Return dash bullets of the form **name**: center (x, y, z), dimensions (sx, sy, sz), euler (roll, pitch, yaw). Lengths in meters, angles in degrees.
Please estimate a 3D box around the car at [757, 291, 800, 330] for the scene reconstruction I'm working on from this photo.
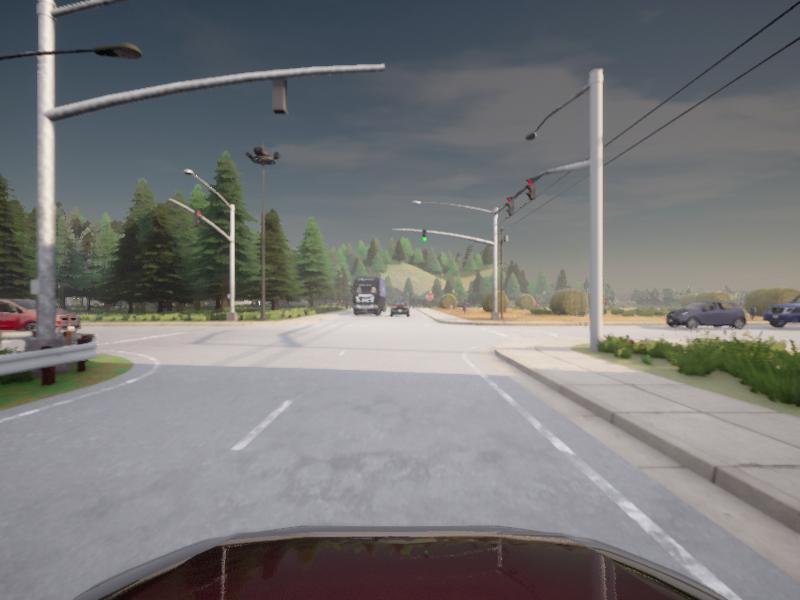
- **car**: center (23.399, 0.567, 22.050), dimensions (5.566, 2.045, 2.150), euler (0, 0, -1)

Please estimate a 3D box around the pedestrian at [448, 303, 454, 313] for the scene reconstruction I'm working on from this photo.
- **pedestrian**: center (5.891, 0.906, 46.154), dimensions (0.500, 1.100, 0.500), euler (0, 0, -11)

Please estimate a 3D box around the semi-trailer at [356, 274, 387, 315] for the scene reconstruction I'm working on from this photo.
- **semi-trailer**: center (-3.324, -0.559, 50.372), dimensions (2.717, 4.402, 14.254), euler (0, 0, 0)

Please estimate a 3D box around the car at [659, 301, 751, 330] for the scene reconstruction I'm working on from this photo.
- **car**: center (16.622, 0.821, 21.944), dimensions (3.633, 1.501, 1.845), euler (0, 0, -1)

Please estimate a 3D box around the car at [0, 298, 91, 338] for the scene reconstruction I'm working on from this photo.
- **car**: center (-16.994, 0.750, 17.864), dimensions (4.611, 1.667, 2.242), euler (0, 0, -1)

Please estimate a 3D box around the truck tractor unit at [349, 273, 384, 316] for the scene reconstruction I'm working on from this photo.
- **truck tractor unit**: center (-3.391, -0.472, 42.460), dimensions (3.053, 4.208, 6.516), euler (0, 0, 1)

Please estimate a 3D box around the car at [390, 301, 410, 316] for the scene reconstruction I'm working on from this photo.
- **car**: center (0.016, 0.876, 42.778), dimensions (2.038, 1.542, 4.974), euler (0, 0, 0)
